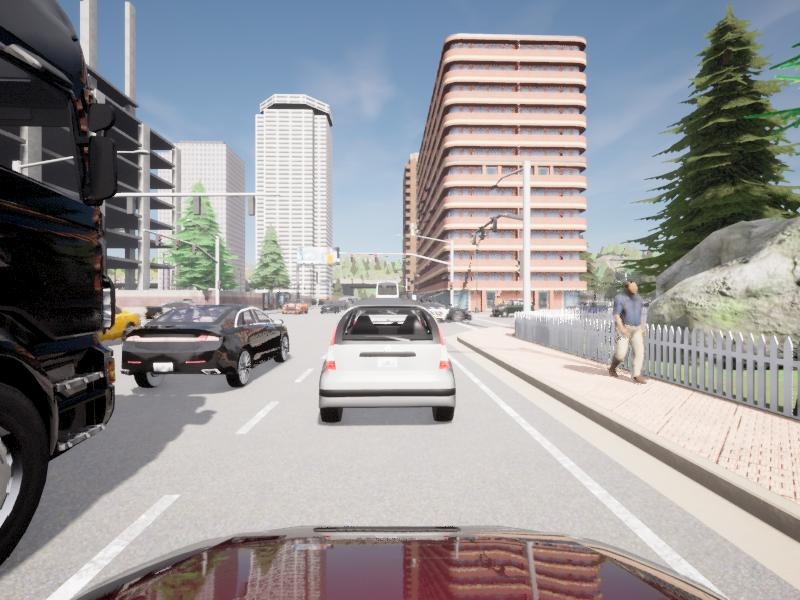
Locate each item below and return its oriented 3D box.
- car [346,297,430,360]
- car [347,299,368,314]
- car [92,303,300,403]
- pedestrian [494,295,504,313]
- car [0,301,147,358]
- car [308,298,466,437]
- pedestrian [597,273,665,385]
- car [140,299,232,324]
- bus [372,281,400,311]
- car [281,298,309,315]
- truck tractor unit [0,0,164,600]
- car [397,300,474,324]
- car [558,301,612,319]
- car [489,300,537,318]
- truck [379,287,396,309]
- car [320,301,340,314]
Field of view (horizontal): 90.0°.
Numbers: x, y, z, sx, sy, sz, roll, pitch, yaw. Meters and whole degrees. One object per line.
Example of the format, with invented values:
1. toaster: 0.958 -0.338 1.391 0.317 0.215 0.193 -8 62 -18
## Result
1. car: -0.383 0.756 12.936 2.242 1.667 4.611 0 0 -2
2. car: -5.064 0.754 48.441 2.242 1.667 4.611 0 0 -1
3. car: -3.774 0.836 8.674 2.128 1.511 4.902 0 0 -2
4. pedestrian: 10.440 0.429 42.278 0.751 1.860 0.751 0 0 -18
5. car: -10.861 0.823 13.422 1.882 1.535 5.008 0 0 -4
6. car: -0.207 0.788 6.686 1.851 1.617 3.988 0 0 -2
7. pedestrian: 4.019 0.485 7.008 0.751 1.860 0.751 0 0 -2
8. car: -14.486 0.744 27.457 5.238 1.638 1.930 0 0 -14
9. bus: -2.067 -0.533 61.354 3.944 4.253 10.273 0 0 -2
10. car: -11.956 0.694 45.747 2.097 1.767 4.553 0 0 -2
11. truck tractor unit: -3.404 -0.516 0.105 3.053 4.208 6.516 0 0 -3
12. car: 2.359 0.799 27.403 4.974 1.542 2.038 0 0 -3
13. car: 15.441 0.798 33.417 3.806 1.475 1.970 0 0 -22
14. car: 10.037 0.759 35.522 3.705 1.549 1.789 0 0 -14
15. truck: -2.345 -0.325 74.066 2.891 3.827 8.468 0 0 -2
16. car: -8.566 0.844 49.348 1.837 1.490 4.892 0 0 -2
